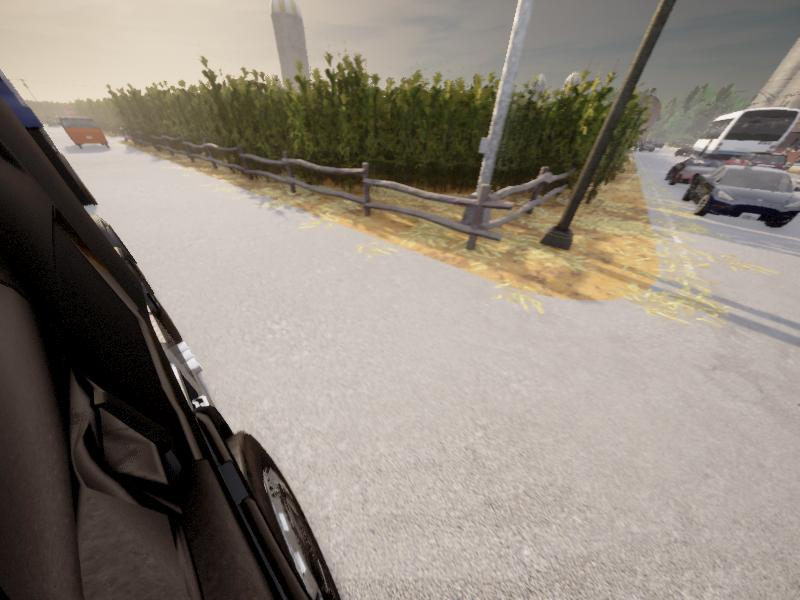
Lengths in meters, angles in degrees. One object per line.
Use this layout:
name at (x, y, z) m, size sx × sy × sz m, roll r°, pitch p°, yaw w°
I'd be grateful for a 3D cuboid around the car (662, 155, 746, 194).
car at (17.236, -7.414, 13.383) m, size 1.994 × 1.385 × 4.181 m, roll 27°, pitch 43°, yaw 29°

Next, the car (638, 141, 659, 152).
car at (49.384, -30.593, 46.025) m, size 2.038 × 1.542 × 4.974 m, roll 26°, pitch 43°, yaw 28°

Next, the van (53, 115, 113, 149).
van at (-25.157, -13.374, 18.338) m, size 4.442 × 1.987 × 1.775 m, roll 27°, pitch 43°, yaw 29°

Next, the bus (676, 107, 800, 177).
bus at (29.958, -14.390, 21.024) m, size 3.944 × 4.253 × 10.273 m, roll 28°, pitch 44°, yaw 30°

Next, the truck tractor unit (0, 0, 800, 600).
truck tractor unit at (-2.645, -0.295, 0.351) m, size 6.516 × 4.208 × 3.053 m, roll 28°, pitch 44°, yaw 30°

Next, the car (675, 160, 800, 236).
car at (12.402, -4.002, 8.459) m, size 2.163 × 1.488 × 4.792 m, roll 27°, pitch 43°, yaw 29°

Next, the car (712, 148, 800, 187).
car at (24.168, -9.209, 15.827) m, size 2.097 × 1.767 × 4.553 m, roll 27°, pitch 43°, yaw 29°

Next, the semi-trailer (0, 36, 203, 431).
semi-trailer at (-8.772, -3.547, 4.164) m, size 14.254 × 4.402 × 2.717 m, roll 27°, pitch 43°, yaw 29°

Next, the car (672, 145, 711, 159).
car at (43.847, -22.461, 34.887) m, size 1.837 × 1.490 × 4.892 m, roll 17°, pitch 39°, yaw 21°
